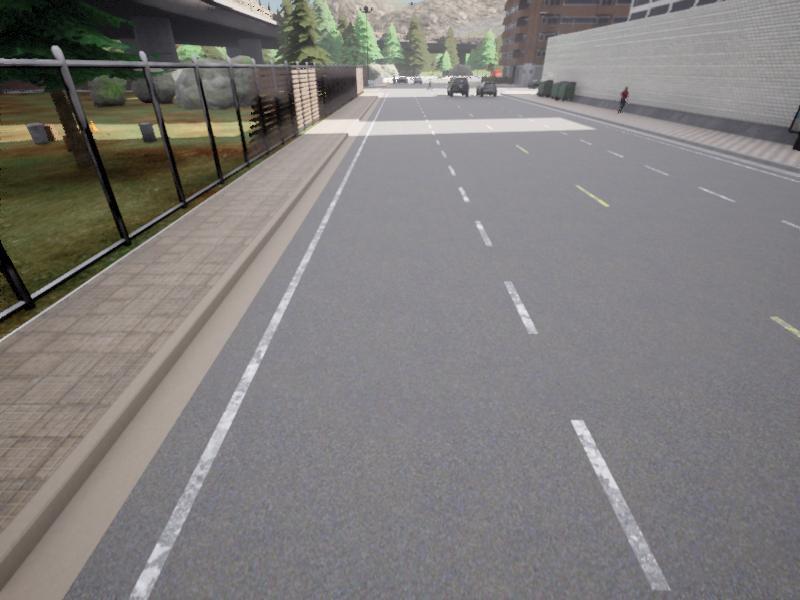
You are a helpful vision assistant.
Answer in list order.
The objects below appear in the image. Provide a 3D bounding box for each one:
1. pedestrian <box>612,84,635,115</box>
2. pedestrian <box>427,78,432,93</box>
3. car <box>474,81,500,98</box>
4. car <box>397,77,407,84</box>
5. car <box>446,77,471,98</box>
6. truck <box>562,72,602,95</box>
[{"bbox_3d":[15.538,-13.917,27.814,0.751,1.860,0.751,2,30,3],"label":"pedestrian"},{"bbox_3d":[4.216,-30.689,57.134,0.751,1.860,0.751,1,30,2],"label":"pedestrian"},{"bbox_3d":[10.583,-25.809,48.875,2.033,1.649,4.856,0,30,0],"label":"car"},{"bbox_3d":[0.465,-47.937,87.346,1.895,1.301,4.718,2,30,3],"label":"car"},{"bbox_3d":[7.083,-26.020,48.844,2.150,2.045,5.566,0,30,0],"label":"car"},{"bbox_3d":[23.562,-28.255,52.080,2.615,2.467,5.204,0,30,0],"label":"truck"}]
